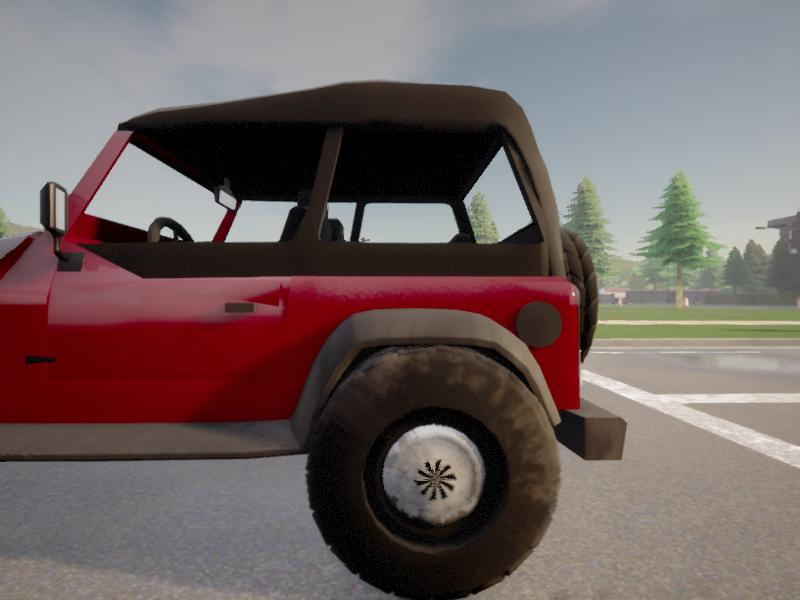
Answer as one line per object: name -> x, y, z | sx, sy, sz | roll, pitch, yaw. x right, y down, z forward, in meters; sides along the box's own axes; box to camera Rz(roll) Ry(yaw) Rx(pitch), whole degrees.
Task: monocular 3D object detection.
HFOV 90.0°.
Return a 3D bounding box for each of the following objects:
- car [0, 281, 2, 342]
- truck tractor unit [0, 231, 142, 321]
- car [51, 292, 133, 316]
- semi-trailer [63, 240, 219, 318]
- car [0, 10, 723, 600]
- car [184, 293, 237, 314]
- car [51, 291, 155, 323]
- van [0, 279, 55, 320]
car -> -10.239, 0.276, 7.092 | 1.812, 1.442, 4.674 | 0, 0, -2
truck tractor unit -> -17.699, -1.103, 21.928 | 3.053, 4.208, 6.516 | 0, 0, -2
car -> -21.388, 0.238, 28.127 | 2.038, 1.542, 4.974 | 0, 0, -2
semi-trailer -> -17.939, -1.207, 29.837 | 2.717, 4.402, 14.254 | 0, 0, -2
car -> -0.923, 0.047, 2.188 | 3.866, 1.878, 1.905 | 0, 0, -1
car -> -14.466, 0.252, 30.857 | 1.837, 1.490, 4.892 | 0, 0, -2
car -> -14.115, 0.316, 19.367 | 1.994, 1.385, 4.181 | 0, 0, -2
van -> -21.174, -0.017, 21.181 | 2.069, 2.038, 4.480 | 0, 0, -2
